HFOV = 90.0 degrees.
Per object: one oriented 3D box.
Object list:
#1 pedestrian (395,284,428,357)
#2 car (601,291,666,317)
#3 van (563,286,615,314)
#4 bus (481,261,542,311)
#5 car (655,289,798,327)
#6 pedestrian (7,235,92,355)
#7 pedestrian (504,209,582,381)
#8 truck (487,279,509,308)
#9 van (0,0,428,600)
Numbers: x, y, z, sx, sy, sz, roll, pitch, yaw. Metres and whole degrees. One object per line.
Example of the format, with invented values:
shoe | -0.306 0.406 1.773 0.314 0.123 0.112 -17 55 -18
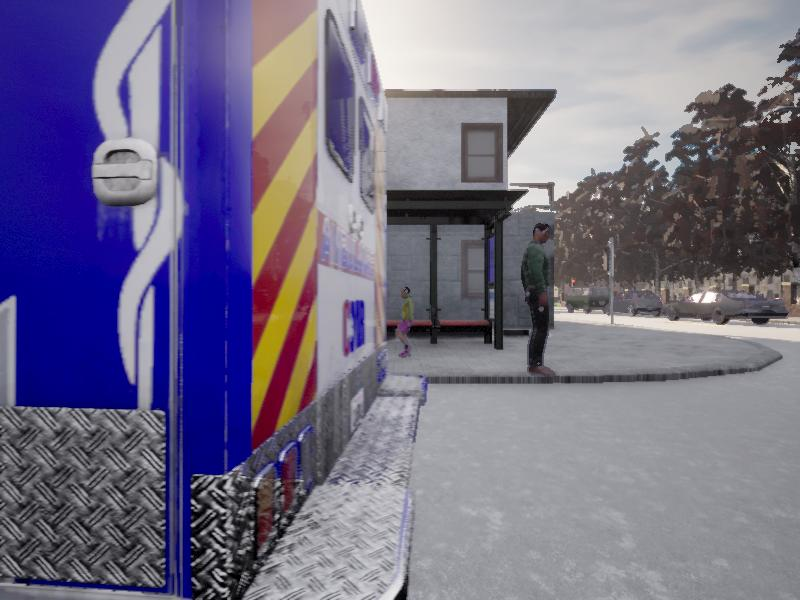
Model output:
pedestrian | 0.170 0.305 6.215 0.500 1.100 0.500 0 0 -1
car | 14.191 0.227 24.569 1.845 1.501 3.633 0 0 -1
van | 14.270 -0.001 30.576 1.775 1.987 4.442 0 0 -2
bus | 10.555 -1.130 39.452 3.944 4.253 10.273 0 0 5
car | 13.943 0.295 17.675 2.033 1.411 5.357 0 0 2
pedestrian | -5.731 -0.075 6.591 0.751 1.860 0.751 0 0 0
pedestrian | 1.661 -0.054 4.767 0.751 1.860 0.751 0 0 9
truck | 14.006 -0.921 57.315 2.891 3.827 8.468 0 0 13
van | -3.071 -0.223 2.048 6.366 2.431 2.351 0 0 5
